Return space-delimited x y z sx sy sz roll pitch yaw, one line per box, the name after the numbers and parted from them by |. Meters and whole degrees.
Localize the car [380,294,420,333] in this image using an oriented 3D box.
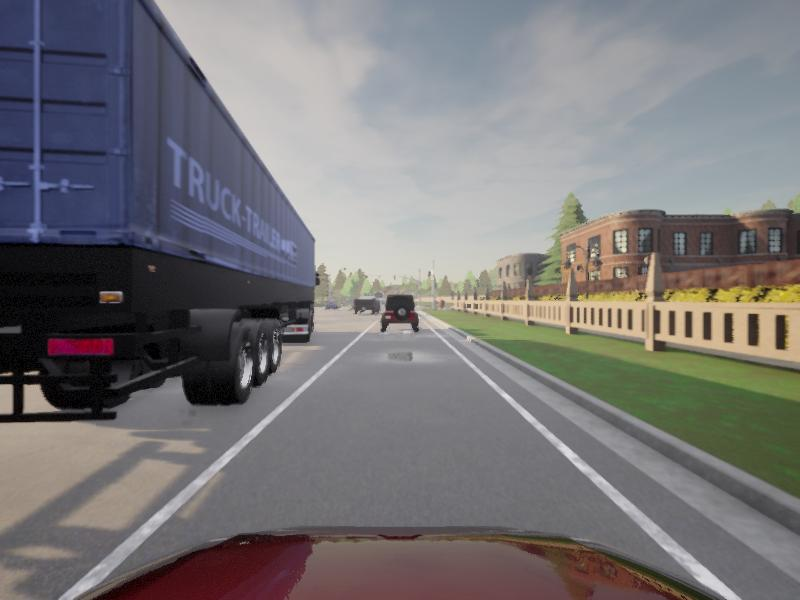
0.001 0.647 21.347 1.905 1.878 3.866 0 0 0 | car

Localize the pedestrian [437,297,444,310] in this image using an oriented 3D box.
5.953 0.488 59.099 0.751 1.860 0.751 0 0 -23 | pedestrian

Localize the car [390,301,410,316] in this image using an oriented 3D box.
0.001 0.855 42.073 1.970 1.475 3.806 0 0 0 | car

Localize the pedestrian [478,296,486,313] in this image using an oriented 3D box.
9.271 0.487 45.406 0.751 1.860 0.751 0 0 0 | pedestrian

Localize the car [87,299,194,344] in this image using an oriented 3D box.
-10.497 0.789 16.576 1.851 1.617 3.988 0 0 0 | car

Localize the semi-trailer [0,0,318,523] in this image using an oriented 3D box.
-4.065 -0.620 9.865 2.717 4.402 14.254 0 0 -6 | semi-trailer

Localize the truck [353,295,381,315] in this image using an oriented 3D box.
-3.714 0.545 46.000 2.390 2.098 6.274 0 0 3 | truck

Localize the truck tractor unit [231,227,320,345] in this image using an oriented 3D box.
-5.109 -0.522 17.706 3.053 4.208 6.516 0 0 -11 | truck tractor unit

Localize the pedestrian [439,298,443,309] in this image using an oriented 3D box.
7.273 0.641 70.959 0.751 1.860 0.751 0 0 6 | pedestrian
